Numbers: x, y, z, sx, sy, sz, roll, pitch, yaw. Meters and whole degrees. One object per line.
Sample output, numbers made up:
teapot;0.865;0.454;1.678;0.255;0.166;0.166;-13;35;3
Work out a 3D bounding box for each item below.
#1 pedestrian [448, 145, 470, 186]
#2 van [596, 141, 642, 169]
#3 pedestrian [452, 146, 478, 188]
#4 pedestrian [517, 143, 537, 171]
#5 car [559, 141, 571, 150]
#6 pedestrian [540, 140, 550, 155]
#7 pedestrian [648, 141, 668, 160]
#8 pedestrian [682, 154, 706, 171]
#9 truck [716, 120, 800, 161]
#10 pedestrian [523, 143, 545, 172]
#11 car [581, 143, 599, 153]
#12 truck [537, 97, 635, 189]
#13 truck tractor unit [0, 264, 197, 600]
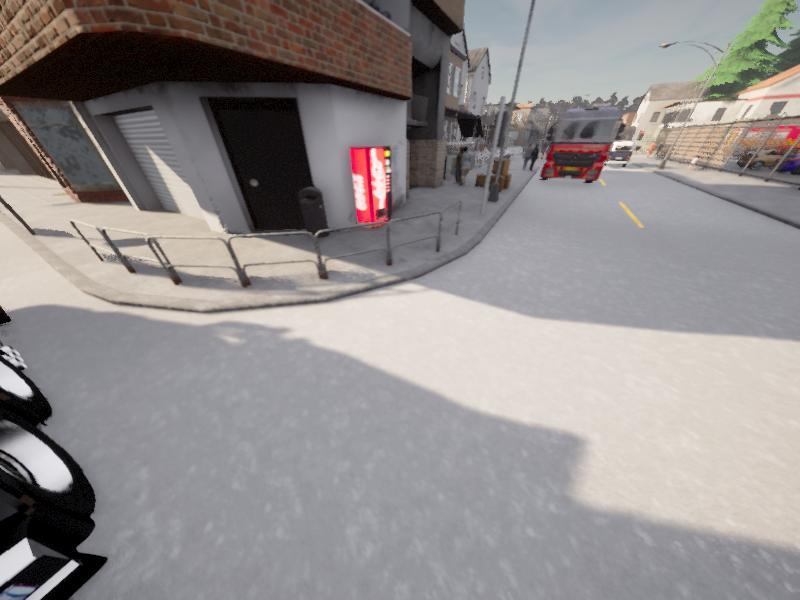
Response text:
pedestrian;3.274;-7.436;12.798;0.751;1.860;0.751;17;38;23
van;20.841;-14.075;22.257;2.069;2.038;4.480;18;39;24
pedestrian;3.430;-7.076;12.279;0.751;1.860;0.751;-18;39;-24
pedestrian;10.254;-11.564;18.680;0.751;1.860;0.751;23;41;30
car;42.465;-39.839;59.616;1.932;1.855;4.605;18;39;24
pedestrian;21.409;-22.536;34.136;0.751;1.860;0.751;13;37;19
pedestrian;30.183;-17.532;27.072;0.751;1.860;0.751;23;41;30
pedestrian;22.766;-10.642;17.902;0.500;1.100;0.500;-7;35;-10
truck;45.790;-18.945;27.458;8.468;3.827;2.891;18;39;25
pedestrian;10.539;-11.213;18.173;0.751;1.860;0.751;-23;41;-29
car;35.845;-28.746;43.630;1.789;1.549;3.705;16;38;22
truck;11.596;-10.212;15.231;2.891;3.827;8.468;18;39;24
truck tractor unit;-5.110;-0.300;0.785;6.516;4.208;3.053;18;39;24
